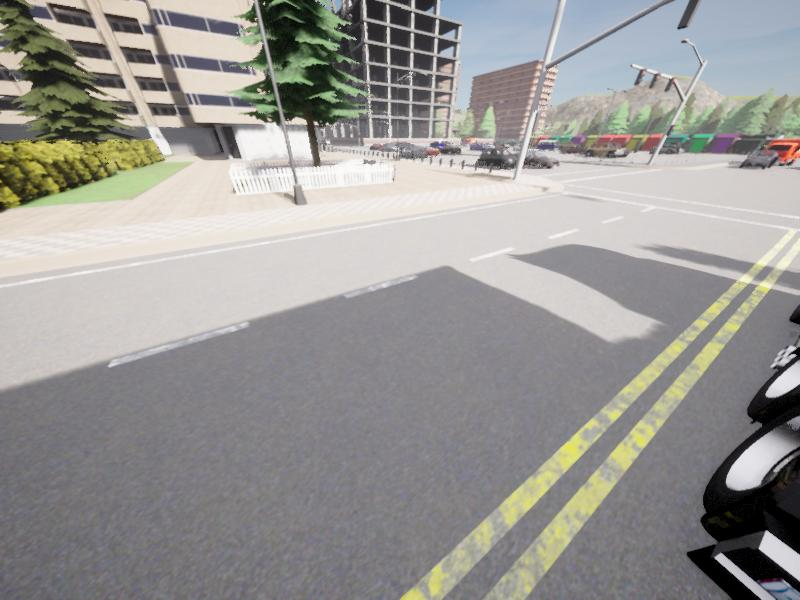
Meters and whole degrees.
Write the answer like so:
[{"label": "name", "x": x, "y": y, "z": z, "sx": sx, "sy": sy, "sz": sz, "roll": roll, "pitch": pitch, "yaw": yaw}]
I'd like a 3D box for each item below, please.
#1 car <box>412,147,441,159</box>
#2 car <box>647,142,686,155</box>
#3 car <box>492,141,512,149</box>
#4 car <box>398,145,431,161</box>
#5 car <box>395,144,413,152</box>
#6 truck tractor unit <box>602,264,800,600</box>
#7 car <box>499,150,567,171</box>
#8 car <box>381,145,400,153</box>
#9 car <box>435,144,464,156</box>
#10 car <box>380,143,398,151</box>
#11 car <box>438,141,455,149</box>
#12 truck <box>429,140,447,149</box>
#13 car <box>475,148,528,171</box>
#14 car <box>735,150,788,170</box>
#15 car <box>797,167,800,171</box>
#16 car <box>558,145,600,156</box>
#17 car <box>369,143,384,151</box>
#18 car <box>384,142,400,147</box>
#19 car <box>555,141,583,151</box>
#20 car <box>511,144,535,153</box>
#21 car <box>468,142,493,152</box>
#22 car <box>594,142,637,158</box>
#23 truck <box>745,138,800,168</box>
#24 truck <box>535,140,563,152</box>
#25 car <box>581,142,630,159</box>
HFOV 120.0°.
[{"label": "car", "x": 3.896, "y": -22.371, "z": 35.008, "sx": 1.895, "sy": 1.301, "sz": 4.718, "roll": -18, "pitch": 39, "yaw": -24}, {"label": "car", "x": 48.883, "y": -27.889, "z": 42.471, "sx": 1.905, "sy": 1.878, "sz": 3.866, "roll": -18, "pitch": 39, "yaw": -24}, {"label": "car", "x": 27.802, "y": -42.513, "z": 63.312, "sx": 1.932, "sy": 1.855, "sz": 4.605, "roll": -18, "pitch": 39, "yaw": -24}, {"label": "car", "x": 1.909, "y": -20.449, "z": 32.022, "sx": 2.038, "sy": 1.542, "sz": 4.974, "roll": -18, "pitch": 39, "yaw": -24}, {"label": "car", "x": 0.853, "y": -33.407, "z": 50.699, "sx": 1.812, "sy": 1.442, "sz": 4.674, "roll": -18, "pitch": 39, "yaw": -25}, {"label": "truck tractor unit", "x": 5.113, "y": -0.296, "z": 0.795, "sx": 6.516, "sy": 4.208, "sz": 3.053, "roll": -18, "pitch": 39, "yaw": -24}, {"label": "car", "x": 12.705, "y": -13.725, "z": 22.571, "sx": 2.033, "sy": 1.411, "sz": 5.357, "roll": -19, "pitch": 39, "yaw": -25}, {"label": "car", "x": -2.023, "y": -32.208, "z": 49.088, "sx": 1.895, "sy": 1.301, "sz": 4.718, "roll": -18, "pitch": 39, "yaw": -24}, {"label": "car", "x": 8.444, "y": -25.946, "z": 39.960, "sx": 1.882, "sy": 1.535, "sz": 5.008, "roll": -18, "pitch": 39, "yaw": -25}, {"label": "car", "x": -2.787, "y": -36.990, "z": 55.862, "sx": 2.033, "sy": 1.411, "sz": 5.357, "roll": -18, "pitch": 39, "yaw": -24}, {"label": "car", "x": 12.395, "y": -41.716, "z": 62.058, "sx": 1.932, "sy": 1.855, "sz": 4.605, "roll": -18, "pitch": 39, "yaw": -24}, {"label": "truck", "x": 9.921, "y": -40.942, "z": 60.764, "sx": 2.069, "sy": 2.038, "sz": 4.478, "roll": -18, "pitch": 39, "yaw": -24}, {"label": "car", "x": 9.290, "y": -13.181, "z": 21.580, "sx": 1.851, "sy": 1.617, "sz": 3.988, "roll": -18, "pitch": 39, "yaw": -24}, {"label": "car", "x": 35.836, "y": -13.933, "z": 22.914, "sx": 3.633, "sy": 1.501, "sz": 1.845, "roll": -18, "pitch": 39, "yaw": -24}, {"label": "car", "x": 40.355, "y": -13.114, "z": 21.689, "sx": 5.027, "sy": 1.651, "sz": 2.152, "roll": -18, "pitch": 39, "yaw": -24}, {"label": "car", "x": 31.034, "y": -26.109, "z": 40.197, "sx": 2.033, "sy": 1.415, "sz": 5.357, "roll": -18, "pitch": 39, "yaw": -24}, {"label": "car", "x": -5.526, "y": -35.725, "z": 53.982, "sx": 1.812, "sy": 1.442, "sz": 4.674, "roll": -18, "pitch": 39, "yaw": -24}, {"label": "car", "x": -2.666, "y": -53.567, "z": 79.474, "sx": 5.357, "sy": 1.411, "sz": 2.033, "roll": -18, "pitch": 39, "yaw": -25}, {"label": "car", "x": 40.126, "y": -36.594, "z": 54.901, "sx": 1.932, "sy": 1.855, "sz": 4.605, "roll": -18, "pitch": 39, "yaw": -24}, {"label": "car", "x": 25.525, "y": -31.582, "z": 48.025, "sx": 1.970, "sy": 1.475, "sz": 3.806, "roll": -18, "pitch": 39, "yaw": -24}, {"label": "car", "x": 17.439, "y": -33.252, "z": 50.239, "sx": 2.242, "sy": 1.667, "sz": 4.611, "roll": -18, "pitch": 39, "yaw": -24}, {"label": "car", "x": 31.894, "y": -22.333, "z": 34.373, "sx": 1.905, "sy": 1.878, "sz": 3.866, "roll": -18, "pitch": 39, "yaw": -24}, {"label": "truck", "x": 41.756, "y": -16.201, "z": 25.340, "sx": 5.204, "sy": 2.467, "sz": 2.627, "roll": -19, "pitch": 39, "yaw": -22}, {"label": "truck", "x": 33.033, "y": -34.324, "z": 51.426, "sx": 2.069, "sy": 2.038, "sz": 4.478, "roll": -18, "pitch": 39, "yaw": -24}, {"label": "car", "x": 29.359, "y": -21.545, "z": 33.220, "sx": 1.932, "sy": 1.855, "sz": 4.605, "roll": -18, "pitch": 39, "yaw": -24}]
